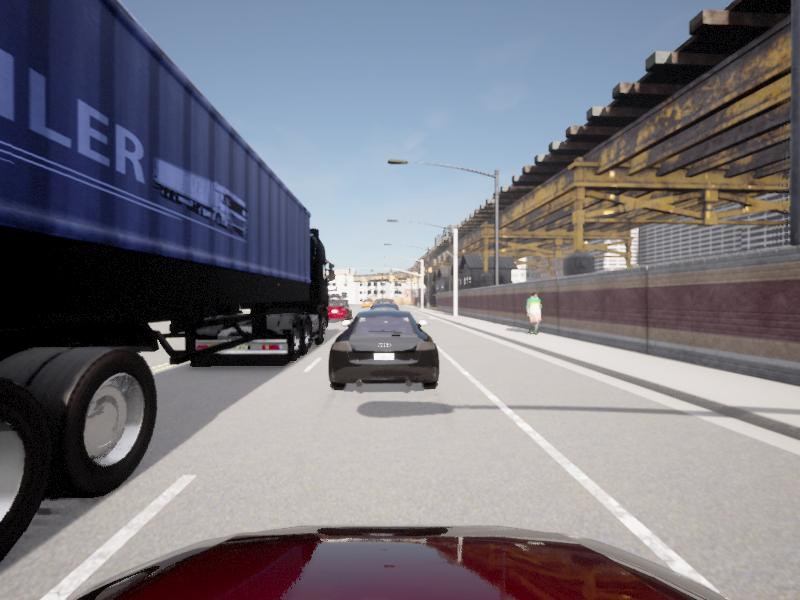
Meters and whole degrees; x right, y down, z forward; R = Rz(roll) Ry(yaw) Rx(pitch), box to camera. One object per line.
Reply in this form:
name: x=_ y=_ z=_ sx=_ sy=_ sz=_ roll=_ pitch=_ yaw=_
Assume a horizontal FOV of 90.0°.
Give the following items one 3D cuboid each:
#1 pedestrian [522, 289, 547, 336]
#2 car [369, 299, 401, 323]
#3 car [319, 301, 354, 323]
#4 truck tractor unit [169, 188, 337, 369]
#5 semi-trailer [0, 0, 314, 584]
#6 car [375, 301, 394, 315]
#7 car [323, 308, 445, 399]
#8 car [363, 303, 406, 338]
pedestrian: x=5.502 y=0.490 z=16.371 sx=0.751 sy=1.860 sz=0.751 roll=0 pitch=0 yaw=-2
car: x=-1.161 y=0.766 z=30.224 sx=2.242 sy=1.667 sz=4.611 roll=0 pitch=0 yaw=-2
car: x=-4.758 y=0.861 z=30.532 sx=2.163 sy=1.488 sz=4.792 roll=0 pitch=0 yaw=-4
truck tractor unit: x=-3.934 y=-0.517 z=12.588 sx=3.053 sy=4.208 sz=6.516 roll=0 pitch=0 yaw=-2
semi-trailer: x=-3.668 y=-0.613 z=4.681 sx=2.717 sy=4.402 sz=14.254 roll=0 pitch=0 yaw=-2
car: x=-1.751 y=0.852 z=45.618 sx=2.128 sy=1.511 sz=4.902 roll=0 pitch=0 yaw=-2
car: x=-0.333 y=0.911 z=8.630 sx=1.994 sy=1.385 sz=4.181 roll=0 pitch=0 yaw=-2
car: x=-0.732 y=0.876 z=19.077 sx=1.812 sy=1.442 sz=4.674 roll=0 pitch=0 yaw=-2
